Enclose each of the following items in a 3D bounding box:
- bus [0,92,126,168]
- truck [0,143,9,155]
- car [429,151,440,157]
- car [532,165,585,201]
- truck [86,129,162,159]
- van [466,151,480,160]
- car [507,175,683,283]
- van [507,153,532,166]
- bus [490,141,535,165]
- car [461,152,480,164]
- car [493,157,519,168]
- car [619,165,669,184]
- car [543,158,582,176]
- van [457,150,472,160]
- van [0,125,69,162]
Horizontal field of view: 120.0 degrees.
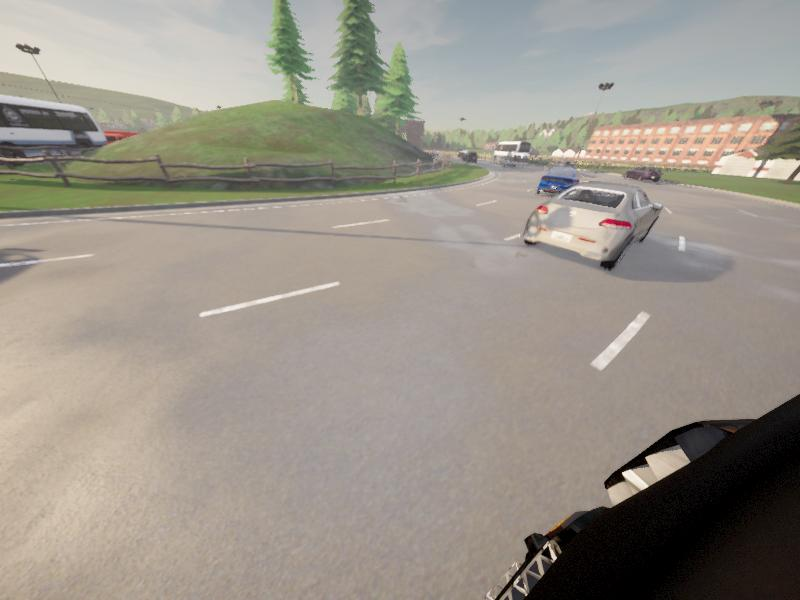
[{"bbox_3d":[-29.213,-13.275,18.120,3.944,4.253,10.273,-4,34,-10],"label":"bus"},{"bbox_3d":[-40.144,-13.837,18.591,2.891,3.827,8.468,-4,34,-10],"label":"truck"},{"bbox_3d":[11.191,-47.253,74.763,2.163,1.488,4.792,-4,34,-10],"label":"car"},{"bbox_3d":[10.347,-7.699,14.918,1.882,1.535,5.008,25,39,28],"label":"car"},{"bbox_3d":[-31.117,-17.819,26.463,2.627,2.467,5.204,-4,34,-10],"label":"truck"},{"bbox_3d":[20.421,-40.502,64.750,1.775,1.987,4.442,-4,34,-10],"label":"van"},{"bbox_3d":[5.516,-2.350,6.427,5.027,1.651,2.152,-23,42,-33],"label":"car"},{"bbox_3d":[24.115,-28.575,46.950,2.069,2.038,4.480,-3,34,-9],"label":"van"},{"bbox_3d":[25.961,-34.764,54.412,3.944,4.253,10.273,-4,34,-10],"label":"bus"},{"bbox_3d":[13.752,-28.012,45.511,1.905,1.878,3.866,-3,34,-9],"label":"car"},{"bbox_3d":[18.365,-23.892,40.150,1.895,1.301,4.718,-2,34,-7],"label":"car"},{"bbox_3d":[27.595,-14.410,26.314,1.816,1.474,4.193,9,34,9],"label":"car"},{"bbox_3d":[21.774,-18.048,31.223,2.242,1.667,4.611,6,34,4],"label":"car"},{"bbox_3d":[17.361,-39.077,62.342,2.069,2.038,4.480,-4,34,-10],"label":"van"},{"bbox_3d":[-33.076,-13.087,19.219,2.351,2.431,6.366,-4,34,-10],"label":"van"}]
